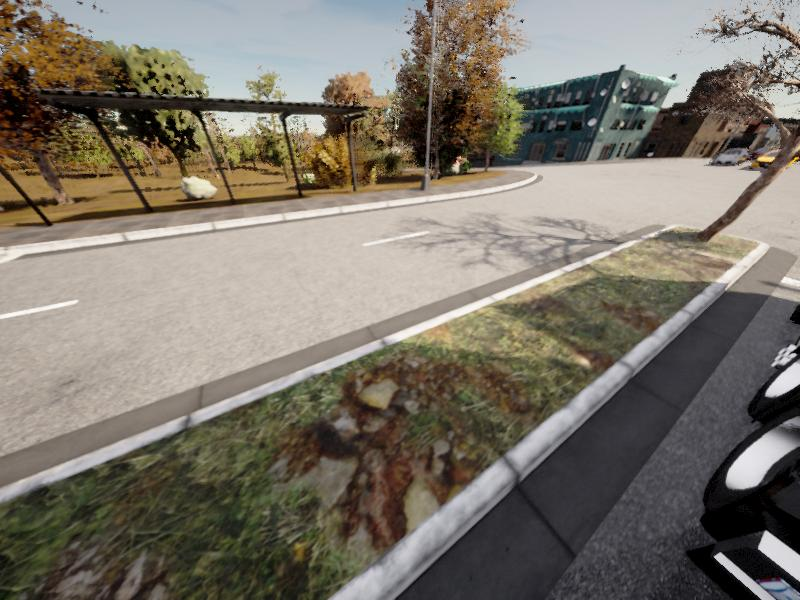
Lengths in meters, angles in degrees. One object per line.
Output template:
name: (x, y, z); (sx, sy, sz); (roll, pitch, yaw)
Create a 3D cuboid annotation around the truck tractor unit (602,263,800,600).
truck tractor unit: (5.109, -0.304, 0.786); (6.516, 4.208, 3.053); (-18, 39, -24)

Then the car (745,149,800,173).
car: (33.493, -12.459, 20.560); (5.008, 1.535, 1.882); (-19, 38, -24)

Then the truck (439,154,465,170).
truck: (10.377, -27.746, 46.641); (2.627, 2.467, 5.204); (-11, 30, -14)

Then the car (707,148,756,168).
car: (33.745, -14.517, 23.527); (3.633, 1.501, 1.845); (-19, 38, -24)
